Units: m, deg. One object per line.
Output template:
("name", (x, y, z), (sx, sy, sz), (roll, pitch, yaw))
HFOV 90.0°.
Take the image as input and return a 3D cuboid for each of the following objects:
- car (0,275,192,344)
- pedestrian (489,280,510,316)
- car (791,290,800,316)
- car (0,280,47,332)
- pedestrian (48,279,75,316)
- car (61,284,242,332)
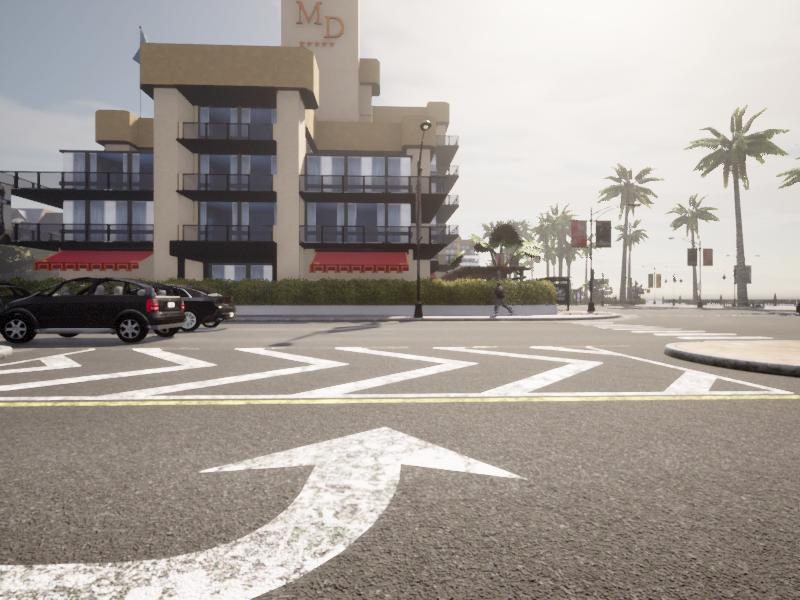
("car", (-7.453, 0.214, 9.891), (3.705, 1.549, 1.789), (0, 0, -2))
("pedestrian", (5.213, -0.115, 20.930), (0.751, 1.860, 0.751), (0, 0, -29))
("car", (25.278, 0.190, 22.959), (1.851, 1.617, 3.988), (0, 0, 1))
("car", (-14.434, 0.187, 13.125), (3.988, 1.617, 1.851), (0, 0, -2))
("pedestrian", (-17.068, -0.116, 20.203), (0.751, 1.860, 0.751), (0, 0, -6))
("car", (-8.076, 0.244, 13.370), (4.892, 1.490, 1.837), (0, 0, -2))
